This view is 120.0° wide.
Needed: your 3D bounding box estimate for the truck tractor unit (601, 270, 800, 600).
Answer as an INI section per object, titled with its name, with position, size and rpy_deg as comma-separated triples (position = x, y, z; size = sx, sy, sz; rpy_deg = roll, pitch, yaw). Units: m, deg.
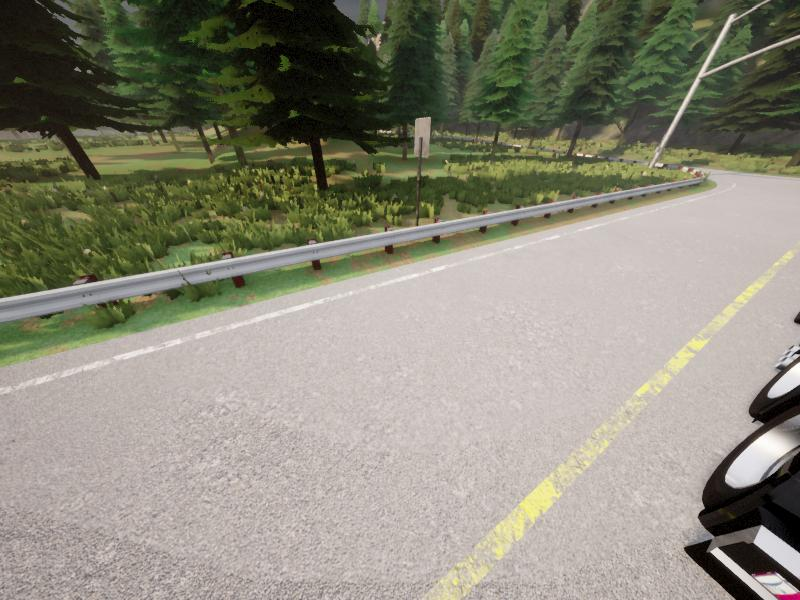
[truck tractor unit]
position = 5.120, -0.292, 0.768
size = 6.516, 4.208, 3.053
rpy_deg = -18, 39, -24
